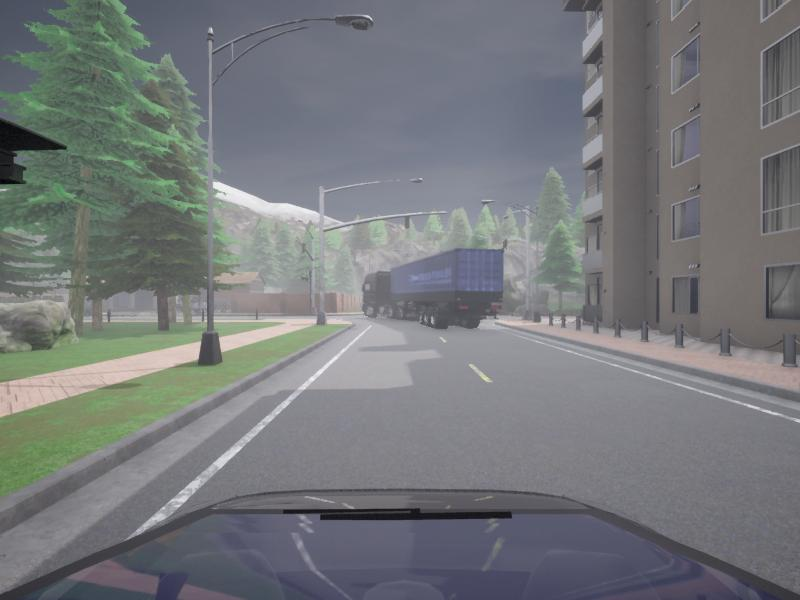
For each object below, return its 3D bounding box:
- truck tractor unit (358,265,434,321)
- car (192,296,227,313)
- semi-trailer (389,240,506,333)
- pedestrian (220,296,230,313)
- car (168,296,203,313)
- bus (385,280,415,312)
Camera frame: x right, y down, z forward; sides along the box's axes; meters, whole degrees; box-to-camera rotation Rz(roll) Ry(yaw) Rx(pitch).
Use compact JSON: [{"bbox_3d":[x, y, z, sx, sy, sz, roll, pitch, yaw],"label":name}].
[{"bbox_3d":[-0.488,-0.529,33.615,3.053,4.208,6.516,0,0,-38],"label":"truck tractor unit"},{"bbox_3d":[-21.587,0.503,45.523,1.932,1.855,4.605,0,0,-1],"label":"car"},{"bbox_3d":[2.165,-0.621,26.289,2.717,4.402,14.254,0,0,-14],"label":"semi-trailer"},{"bbox_3d":[-18.457,0.476,42.156,0.751,1.860,0.751,0,0,0],"label":"pedestrian"},{"bbox_3d":[-24.091,0.505,45.073,1.905,1.878,3.866,0,0,-1],"label":"car"},{"bbox_3d":[0.035,-0.534,57.845,3.944,4.253,10.273,0,0,0],"label":"bus"}]
